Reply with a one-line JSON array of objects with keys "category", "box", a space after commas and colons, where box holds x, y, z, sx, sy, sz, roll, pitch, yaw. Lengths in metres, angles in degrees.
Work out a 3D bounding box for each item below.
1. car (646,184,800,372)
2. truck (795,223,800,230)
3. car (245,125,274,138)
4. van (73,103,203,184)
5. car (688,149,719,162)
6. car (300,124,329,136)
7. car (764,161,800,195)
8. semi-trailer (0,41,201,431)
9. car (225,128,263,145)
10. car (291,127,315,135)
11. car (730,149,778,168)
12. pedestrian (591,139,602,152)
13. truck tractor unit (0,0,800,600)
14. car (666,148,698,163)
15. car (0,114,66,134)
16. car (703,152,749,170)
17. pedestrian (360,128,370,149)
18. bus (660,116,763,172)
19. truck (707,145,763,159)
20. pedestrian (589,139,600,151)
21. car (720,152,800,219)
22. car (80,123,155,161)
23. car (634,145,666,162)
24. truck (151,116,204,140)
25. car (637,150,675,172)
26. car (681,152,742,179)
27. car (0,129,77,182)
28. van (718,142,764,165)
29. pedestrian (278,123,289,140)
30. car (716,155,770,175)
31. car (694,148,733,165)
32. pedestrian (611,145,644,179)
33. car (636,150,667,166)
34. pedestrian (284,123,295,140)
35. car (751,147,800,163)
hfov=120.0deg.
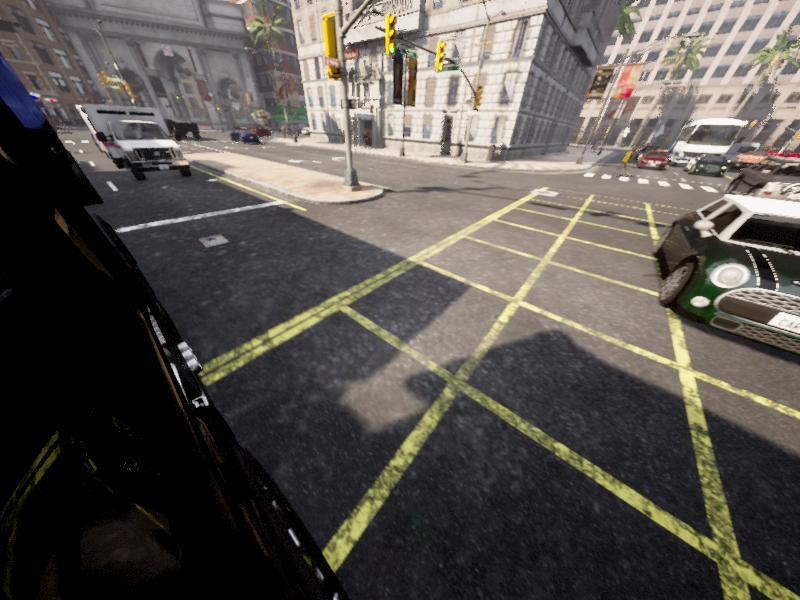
[{"category": "car", "box": [5.863, -0.688, 3.769, 1.970, 1.475, 3.806, 28, 43, 30]}, {"category": "truck", "box": [15.297, -1.528, 5.023, 6.274, 2.098, 2.390, 28, 43, 30]}, {"category": "car", "box": [-22.791, -27.439, 37.613, 1.851, 1.617, 3.988, 7, 37, 6]}, {"category": "van", "box": [-12.152, -7.350, 10.683, 6.366, 2.431, 2.351, 28, 43, 30]}, {"category": "car", "box": [48.452, -23.256, 37.058, 2.033, 1.411, 5.357, 28, 44, 30]}, {"category": "car", "box": [-19.029, -37.866, 51.501, 2.150, 2.045, 5.566, 29, 44, 30]}, {"category": "car", "box": [25.062, -7.395, 14.091, 1.816, 1.474, 4.193, 28, 44, 30]}, {"category": "semi-trailer", "box": [-8.692, -3.611, 4.232, 14.254, 4.402, 2.717, 28, 44, 30]}, {"category": "car", "box": [-18.233, -19.139, 26.981, 4.181, 1.385, 1.994, 29, 44, 30]}, {"category": "car", "box": [-22.155, -38.809, 53.058, 1.812, 1.442, 4.674, 28, 44, 30]}, {"category": "car", "box": [46.151, -18.590, 30.301, 2.097, 1.767, 4.553, 28, 44, 30]}, {"category": "pedestrian", "box": [34.112, -26.761, 40.095, 0.751, 1.860, 0.751, 29, 44, 31]}, {"category": "truck tractor unit", "box": [-2.645, -0.295, 0.351, 6.516, 4.208, 3.053, 28, 44, 30]}, {"category": "car", "box": [38.936, -20.101, 32.059, 2.007, 1.525, 4.514, 28, 44, 30]}, {"category": "car", "box": [-43.501, -20.360, 26.676, 5.027, 1.651, 2.152, -17, 41, -24]}, {"category": "car", "box": [38.950, -16.815, 27.759, 2.033, 1.411, 5.357, 28, 43, 30]}, {"category": "pedestrian", "box": [-3.837, -17.862, 25.546, 0.751, 1.860, 0.751, 31, 45, 32]}, {"category": "bus", "box": [33.295, -17.248, 25.558, 3.944, 4.253, 10.273, 28, 43, 30]}, {"category": "truck", "box": [71.642, -31.875, 49.624, 6.274, 2.098, 2.390, 18, 39, 20]}, {"category": "pedestrian", "box": [36.187, -28.861, 43.056, 0.751, 1.860, 0.751, -25, 45, -32]}, {"category": "car", "box": [17.001, -5.245, 10.302, 1.932, 1.855, 4.605, 28, 45, 30]}, {"category": "car", "box": [-18.042, -10.167, 14.730, 4.856, 1.649, 2.033, 28, 43, 30]}, {"category": "car", "box": [33.527, -19.746, 31.091, 2.242, 1.667, 4.611, 28, 44, 30]}, {"category": "truck", "box": [-27.535, -21.278, 28.601, 6.274, 2.098, 2.390, 23, 41, 26]}, {"category": "car", "box": [24.619, -13.591, 22.407, 1.812, 1.442, 4.674, 28, 43, 30]}, {"category": "car", "box": [26.624, -11.734, 19.978, 2.038, 1.542, 4.974, 28, 43, 29]}, {"category": "car", "box": [-16.329, -6.427, 10.023, 5.357, 1.411, 2.033, 28, 43, 30]}, {"category": "van", "box": [50.775, -22.025, 34.606, 1.988, 2.561, 5.915, 28, 44, 30]}, {"category": "pedestrian", "box": [-16.749, -24.319, 33.330, 0.751, 1.860, 0.751, 4, 37, 2]}, {"category": "car", "box": [34.348, -13.667, 23.300, 1.895, 1.301, 4.718, 28, 43, 30]}, {"category": "car", "box": [43.574, -20.059, 32.240, 2.152, 1.651, 5.027, 29, 44, 30]}, {"category": "pedestrian", "box": [15.464, -9.393, 15.753, 0.751, 1.860, 0.751, 23, 41, 24]}, {"category": "car", "box": [28.984, -16.536, 26.784, 1.895, 1.301, 4.718, 28, 43, 30]}, {"category": "pedestrian", "box": [-16.003, -24.357, 33.432, 0.751, 1.860, 0.751, 18, 39, 19]}, {"category": "car", "box": [73.608, -28.066, 44.700, 5.566, 2.045, 2.150, 20, 40, 21]}]
